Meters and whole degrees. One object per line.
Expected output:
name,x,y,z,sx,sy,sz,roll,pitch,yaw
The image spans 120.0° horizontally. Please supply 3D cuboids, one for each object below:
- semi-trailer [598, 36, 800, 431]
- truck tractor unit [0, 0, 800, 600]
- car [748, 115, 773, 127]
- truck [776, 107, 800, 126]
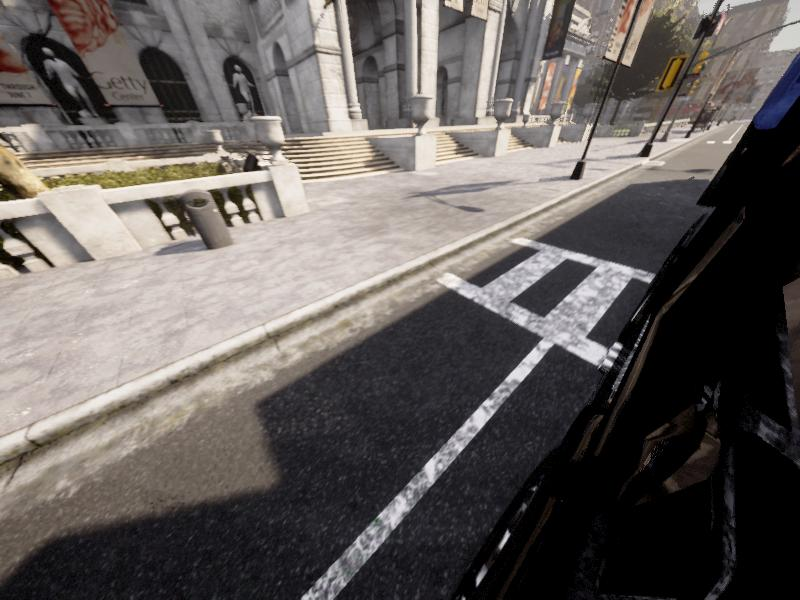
semi-trailer,8.696,-3.598,4.241,14.254,4.402,2.717,-28,43,-30
truck tractor unit,2.645,-0.295,0.351,6.516,4.208,3.053,-28,44,-30
car,66.229,-32.940,42.503,3.806,1.475,1.970,-28,43,-30
truck,65.544,-30.302,38.083,5.204,2.467,2.627,-28,43,-30
